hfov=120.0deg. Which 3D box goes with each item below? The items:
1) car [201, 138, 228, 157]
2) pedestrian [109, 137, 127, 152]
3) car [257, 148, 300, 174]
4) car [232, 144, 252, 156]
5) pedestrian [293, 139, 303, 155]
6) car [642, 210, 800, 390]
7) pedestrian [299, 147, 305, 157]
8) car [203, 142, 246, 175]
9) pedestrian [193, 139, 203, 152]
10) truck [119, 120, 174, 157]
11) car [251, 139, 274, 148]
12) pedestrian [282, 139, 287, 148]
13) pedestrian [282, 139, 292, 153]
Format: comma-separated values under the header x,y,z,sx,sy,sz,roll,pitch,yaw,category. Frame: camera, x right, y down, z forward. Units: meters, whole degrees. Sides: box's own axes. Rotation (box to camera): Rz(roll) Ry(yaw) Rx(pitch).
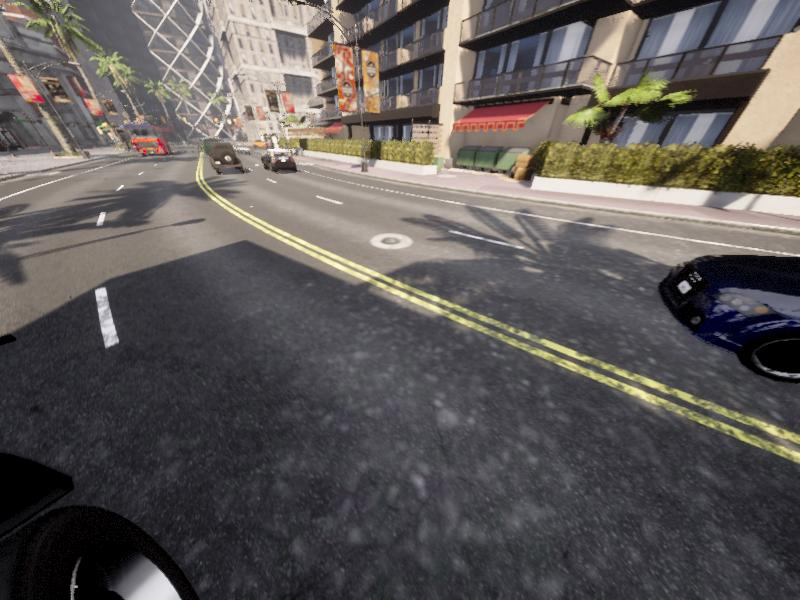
x,y,z,sx,sy,sz,roll,pitch,yaw,category
-26.348,-21.602,32.669,2.150,2.045,5.566,-22,41,-29,car
-43.495,-23.963,35.637,0.751,1.860,0.751,-3,35,-5,pedestrian
-9.973,-11.415,18.845,1.970,1.475,3.806,-23,41,-30,car
-24.603,-23.365,35.874,1.895,1.301,4.718,-21,40,-28,car
-14.723,-22.029,33.313,0.751,1.860,0.751,-22,41,-29,pedestrian
5.882,0.291,2.436,4.181,1.385,1.994,21,40,26,car
-12.669,-19.124,29.853,0.500,1.100,0.500,-18,39,-25,pedestrian
-13.626,-11.046,17.899,1.905,1.878,3.866,-23,41,-29,car
-36.075,-27.644,41.283,0.751,1.860,0.751,-24,42,-30,pedestrian
-35.328,-22.796,32.687,2.891,3.827,8.468,-21,40,-28,truck
-34.049,-38.699,57.230,4.553,1.767,2.097,-15,38,-21,car
-28.995,-39.254,58.003,0.751,1.860,0.751,-8,36,-13,pedestrian
-18.343,-25.006,37.517,0.751,1.860,0.751,-22,41,-29,pedestrian
